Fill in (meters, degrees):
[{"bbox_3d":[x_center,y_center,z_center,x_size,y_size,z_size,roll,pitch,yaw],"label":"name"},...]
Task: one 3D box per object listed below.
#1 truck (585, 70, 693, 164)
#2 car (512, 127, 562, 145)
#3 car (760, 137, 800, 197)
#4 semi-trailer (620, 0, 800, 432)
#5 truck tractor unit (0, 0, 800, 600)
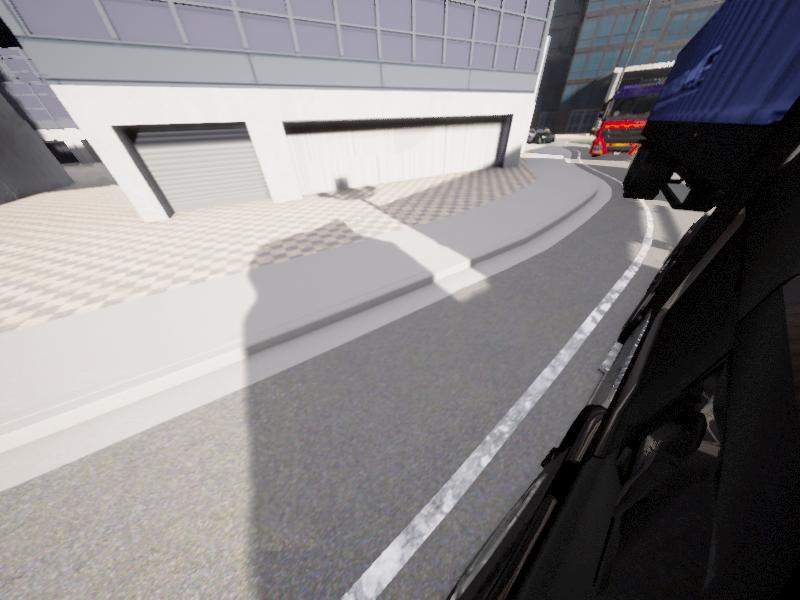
[{"bbox_3d":[15.676,-11.809,15.245,2.891,3.827,8.468,28,46,34],"label":"truck"},{"bbox_3d":[16.071,-19.513,27.453,2.038,1.542,4.974,-13,38,-14],"label":"car"},{"bbox_3d":[12.655,-3.092,5.650,1.801,1.575,5.366,14,40,22],"label":"car"},{"bbox_3d":[7.688,-4.147,5.015,2.717,4.402,14.254,23,44,30],"label":"semi-trailer"},{"bbox_3d":[2.645,-0.295,0.351,6.516,4.208,3.053,-28,44,-30],"label":"truck tractor unit"}]
